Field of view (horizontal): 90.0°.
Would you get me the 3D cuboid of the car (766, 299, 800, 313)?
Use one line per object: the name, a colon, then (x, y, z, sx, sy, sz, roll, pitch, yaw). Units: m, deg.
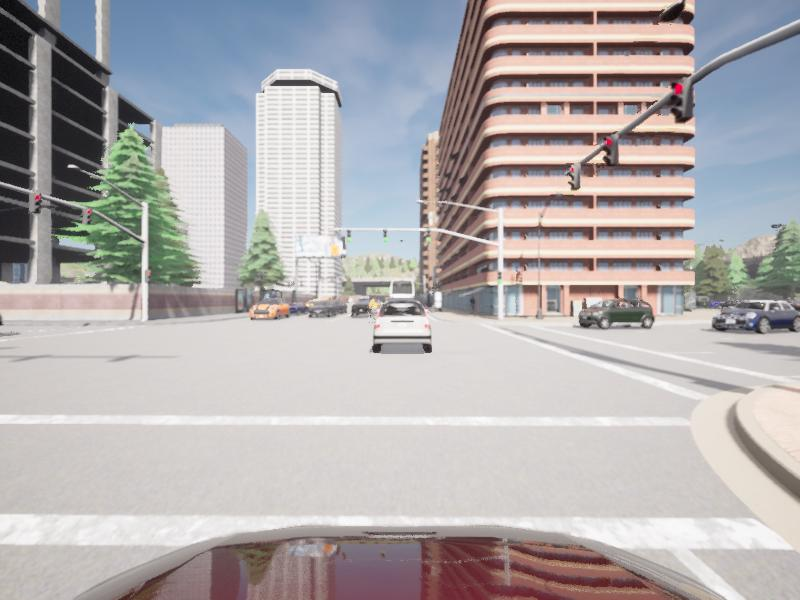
car: (46.273, 0.660, 47.433, 2.038, 1.542, 4.974, 0, 0, 12)

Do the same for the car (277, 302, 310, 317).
car: (-10.269, 0.860, 39.014, 1.895, 1.301, 4.718, 0, 0, 0)

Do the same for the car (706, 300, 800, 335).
car: (16.603, 0.756, 18.658, 3.806, 1.475, 1.970, 0, 0, -20)

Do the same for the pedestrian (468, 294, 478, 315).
pedestrian: (6.603, 0.406, 36.401, 0.751, 1.860, 0.751, 0, 0, -4)

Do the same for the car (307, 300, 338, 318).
car: (-6.787, 0.768, 35.482, 1.837, 1.490, 4.892, 0, 0, 0)

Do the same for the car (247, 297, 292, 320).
car: (-10.311, 0.626, 32.011, 2.097, 1.767, 4.553, 0, 0, 0)

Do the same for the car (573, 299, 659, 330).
car: (11.282, 0.713, 20.965, 3.705, 1.549, 1.789, 0, 0, -12)

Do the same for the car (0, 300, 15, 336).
car: (-19.187, 0.747, 16.395, 4.902, 1.511, 2.128, 0, 0, 3)

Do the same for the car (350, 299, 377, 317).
car: (-3.329, 0.691, 37.367, 1.930, 1.638, 5.238, 0, 0, 1)

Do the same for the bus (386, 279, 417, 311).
bus: (0.220, -0.657, 57.369, 3.944, 4.253, 10.273, 0, 0, 0)

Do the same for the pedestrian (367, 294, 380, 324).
pedestrian: (-1.665, 0.564, 25.420, 0.751, 1.860, 0.751, 0, 0, -1)

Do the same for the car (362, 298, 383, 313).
car: (-3.218, 0.651, 47.899, 2.242, 1.667, 4.611, 0, 0, 0)

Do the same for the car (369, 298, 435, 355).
car: (0.078, 0.738, 13.292, 1.851, 1.617, 3.988, 0, 0, 0)

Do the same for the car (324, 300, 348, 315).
car: (-6.747, 0.753, 42.691, 1.837, 1.490, 4.892, 0, 0, 0)
